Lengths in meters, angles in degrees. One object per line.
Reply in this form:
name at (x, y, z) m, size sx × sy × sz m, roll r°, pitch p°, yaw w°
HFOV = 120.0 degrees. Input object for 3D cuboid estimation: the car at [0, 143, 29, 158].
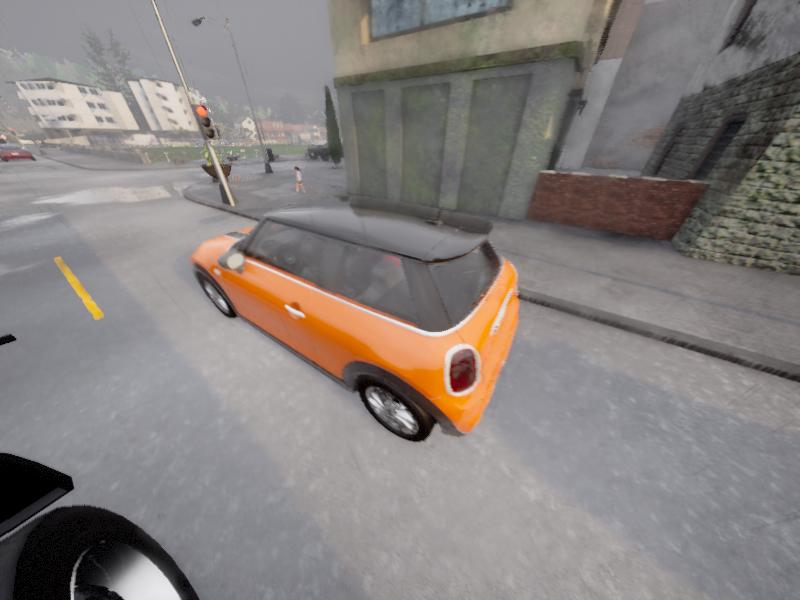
car at (-48.936, -18.664, 28.783) m, size 4.181 × 1.385 × 1.994 m, roll 20°, pitch 39°, yaw 25°

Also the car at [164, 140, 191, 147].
car at (-59.533, -41.998, 61.966) m, size 1.895 × 1.301 × 4.718 m, roll 21°, pitch 40°, yaw 26°

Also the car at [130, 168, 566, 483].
car at (-0.858, -0.495, 3.062) m, size 4.553 × 1.767 × 2.097 m, roll 21°, pitch 40°, yaw 26°

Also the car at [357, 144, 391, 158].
car at (-3.682, -21.876, 33.733) m, size 2.128 × 1.511 × 4.902 m, roll 21°, pitch 40°, yaw 26°

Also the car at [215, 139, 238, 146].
car at (-52.724, -48.067, 70.399) m, size 2.033 × 1.649 × 4.856 m, roll 21°, pitch 40°, yaw 26°

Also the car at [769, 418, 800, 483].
car at (4.648, 1.679, 0.191) m, size 3.988 × 1.617 × 1.851 m, roll 21°, pitch 40°, yaw 26°

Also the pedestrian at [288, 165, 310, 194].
pedestrian at (-4.521, -5.427, 10.430) m, size 0.500 × 1.100 × 0.500 m, roll 7°, pitch 36°, yaw 9°

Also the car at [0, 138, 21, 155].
car at (-54.920, -21.148, 31.801) m, size 3.866 × 1.878 × 1.905 m, roll 21°, pitch 40°, yaw 26°

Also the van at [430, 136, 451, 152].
van at (8.597, -33.008, 48.831) m, size 1.988 × 2.561 × 5.915 m, roll 21°, pitch 40°, yaw 26°

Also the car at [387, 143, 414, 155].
car at (0.150, -25.245, 38.514) m, size 1.801 × 1.575 × 5.366 m, roll 21°, pitch 40°, yaw 26°

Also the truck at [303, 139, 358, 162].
truck at (-8.138, -18.227, 27.975) m, size 2.390 × 2.098 × 6.274 m, roll 21°, pitch 40°, yaw 26°

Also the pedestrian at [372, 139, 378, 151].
pedestrian at (-4.864, -29.612, 44.237) m, size 0.751 × 1.860 × 0.751 m, roll 21°, pitch 40°, yaw 26°

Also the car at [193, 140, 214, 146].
car at (-56.220, -44.955, 66.058) m, size 1.970 × 1.475 × 3.806 m, roll 21°, pitch 40°, yaw 27°

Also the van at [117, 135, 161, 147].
van at (-63.592, -38.922, 56.556) m, size 2.351 × 2.431 × 6.366 m, roll 21°, pitch 40°, yaw 26°

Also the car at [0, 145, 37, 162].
car at (-41.409, -15.785, 24.763) m, size 4.181 × 1.385 × 1.994 m, roll 21°, pitch 40°, yaw 26°
